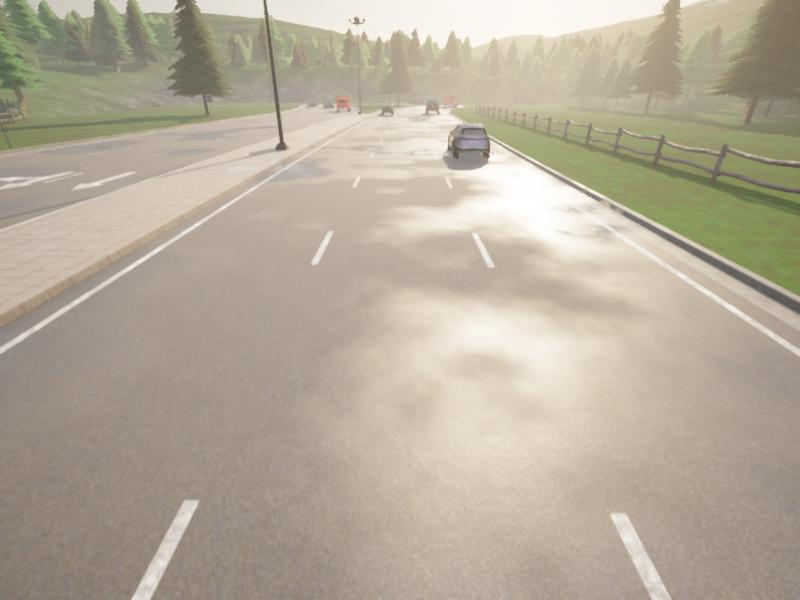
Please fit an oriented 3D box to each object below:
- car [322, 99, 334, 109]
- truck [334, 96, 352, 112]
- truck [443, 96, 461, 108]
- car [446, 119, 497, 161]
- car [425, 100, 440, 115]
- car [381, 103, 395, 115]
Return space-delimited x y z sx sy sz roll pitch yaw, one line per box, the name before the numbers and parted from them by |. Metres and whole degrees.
car | -14.745 -40.442 82.526 2.097 1.767 4.553 -3 28 -6
truck | -9.937 -34.268 69.920 2.627 2.467 5.204 -2 27 -4
truck | 12.196 -46.656 94.111 2.627 2.467 5.204 12 30 21
car | 3.770 -8.890 22.016 2.033 1.649 4.856 1 27 1
car | 5.391 -31.572 65.378 2.150 2.045 5.566 3 27 5
car | -1.826 -29.515 61.899 1.837 1.490 4.892 2 27 2
